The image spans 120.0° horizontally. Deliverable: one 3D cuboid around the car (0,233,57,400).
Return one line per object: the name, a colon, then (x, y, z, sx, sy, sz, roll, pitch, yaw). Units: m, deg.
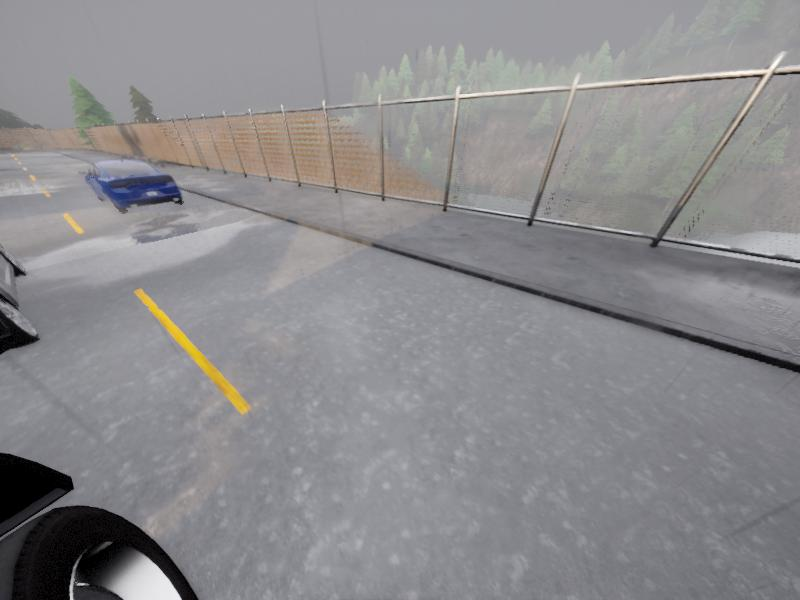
car: (-6.630, -0.228, 2.752, 5.238, 1.638, 1.930, 22, 41, 28)

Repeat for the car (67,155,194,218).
car: (-10.540, -4.595, 9.001, 5.008, 1.535, 1.882, 22, 41, 28)
